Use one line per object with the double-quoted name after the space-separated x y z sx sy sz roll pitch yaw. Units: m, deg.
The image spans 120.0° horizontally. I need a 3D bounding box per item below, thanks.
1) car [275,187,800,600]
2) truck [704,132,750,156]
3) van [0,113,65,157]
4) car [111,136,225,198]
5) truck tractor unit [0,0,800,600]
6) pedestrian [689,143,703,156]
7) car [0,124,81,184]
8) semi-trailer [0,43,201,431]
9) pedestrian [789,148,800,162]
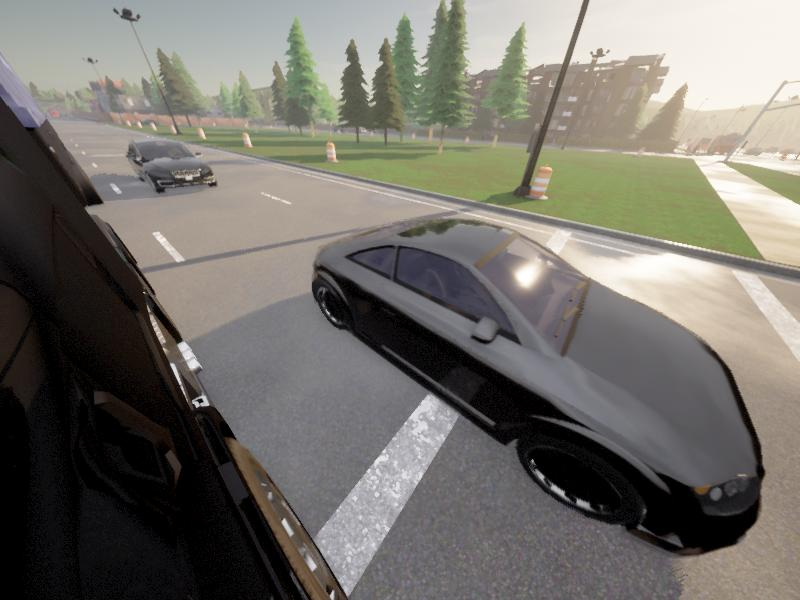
0.822 -0.024 2.571 4.181 1.385 1.994 28 44 30 "car"
70.138 -33.706 49.845 2.891 3.827 8.468 28 43 30 "truck"
-23.096 -10.284 14.340 4.442 1.987 1.775 28 44 30 "van"
-9.093 -5.356 9.006 4.892 1.490 1.837 28 43 30 "car"
-2.645 -0.295 0.351 6.516 4.208 3.053 28 44 30 "truck tractor unit"
53.161 -27.050 41.500 0.751 1.860 0.751 28 43 30 "pedestrian"
-16.036 -6.368 9.840 5.027 1.651 2.152 28 44 30 "car"
-8.693 -3.605 4.239 14.254 4.402 2.717 28 44 30 "semi-trailer"
67.215 -24.438 38.858 0.751 1.860 0.751 21 41 23 "pedestrian"
